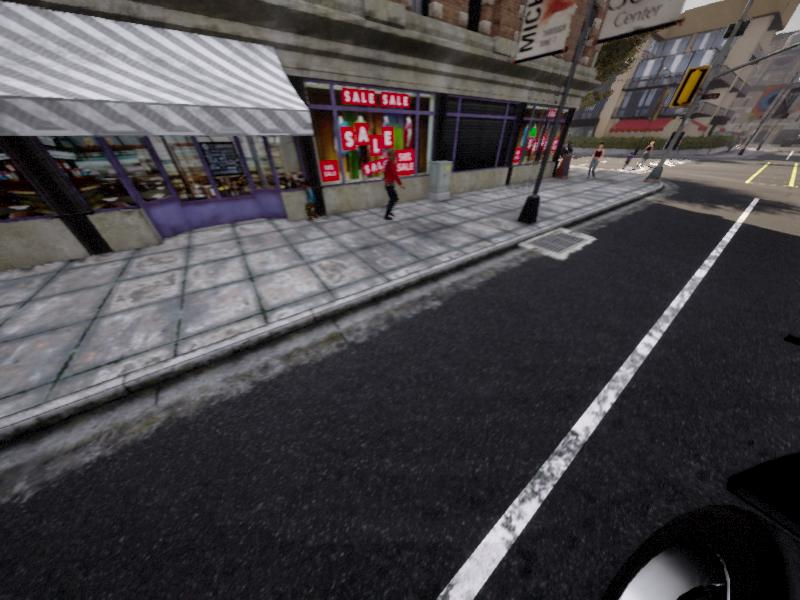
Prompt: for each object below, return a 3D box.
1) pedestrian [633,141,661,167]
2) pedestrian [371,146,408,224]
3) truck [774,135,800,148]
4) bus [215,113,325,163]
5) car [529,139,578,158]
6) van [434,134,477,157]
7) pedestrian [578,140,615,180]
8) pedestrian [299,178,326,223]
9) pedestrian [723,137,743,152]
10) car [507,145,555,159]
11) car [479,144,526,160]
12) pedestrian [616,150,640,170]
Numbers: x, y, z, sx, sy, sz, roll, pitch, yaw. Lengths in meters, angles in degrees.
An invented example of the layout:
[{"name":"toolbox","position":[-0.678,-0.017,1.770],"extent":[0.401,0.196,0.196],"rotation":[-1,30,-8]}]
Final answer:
[{"name":"pedestrian","position":[20.783,-12.293,19.466],"extent":[0.751,1.860,0.751],"rotation":[-19,39,-24]},{"name":"pedestrian","position":[-0.278,-3.257,6.602],"extent":[0.751,1.860,0.751],"rotation":[-15,38,-20]},{"name":"truck","position":[83.115,-32.443,47.247],"extent":[2.390,2.098,6.274],"rotation":[-12,37,-16]},{"name":"bus","position":[-15.081,-19.340,27.760],"extent":[10.273,4.253,3.944],"rotation":[-22,41,-28]},{"name":"car","position":[19.523,-19.460,29.647],"extent":[1.932,1.855,4.605],"rotation":[-23,40,-29]},{"name":"van","position":[7.774,-22.239,33.134],"extent":[1.988,2.561,5.915],"rotation":[-22,41,-28]},{"name":"pedestrian","position":[11.037,-7.875,13.036],"extent":[0.751,1.860,0.751],"rotation":[-22,41,-27]},{"name":"pedestrian","position":[-2.585,-2.941,6.835],"extent":[0.500,1.100,0.500],"rotation":[-13,37,-17]},{"name":"pedestrian","position":[48.177,-22.526,33.437],"extent":[0.751,1.860,0.751],"rotation":[-22,41,-28]},{"name":"car","position":[16.124,-18.473,28.795],"extent":[1.895,1.301,4.718],"rotation":[-22,41,-28]},{"name":"car","position":[12.358,-18.109,28.145],"extent":[1.837,1.490,4.892],"rotation":[-22,41,-28]},{"name":"pedestrian","position":[18.224,-11.234,18.475],"extent":[0.751,1.300,0.751],"rotation":[-20,40,-26]}]
